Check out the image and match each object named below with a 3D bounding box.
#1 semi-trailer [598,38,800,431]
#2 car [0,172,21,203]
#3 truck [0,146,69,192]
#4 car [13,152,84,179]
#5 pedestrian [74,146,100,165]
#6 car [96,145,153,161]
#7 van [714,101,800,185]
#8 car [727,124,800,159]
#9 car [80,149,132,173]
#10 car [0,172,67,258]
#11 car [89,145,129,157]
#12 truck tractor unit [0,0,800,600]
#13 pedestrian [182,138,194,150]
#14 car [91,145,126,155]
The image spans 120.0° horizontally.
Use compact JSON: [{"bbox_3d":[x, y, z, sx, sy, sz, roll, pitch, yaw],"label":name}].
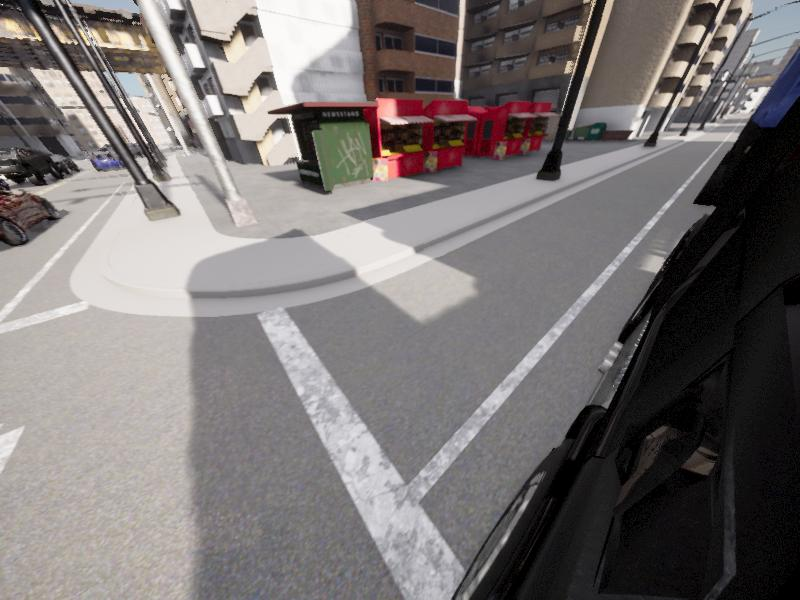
[{"bbox_3d":[8.670,-3.612,4.272,14.254,4.402,2.717,-28,44,-30],"label":"semi-trailer"},{"bbox_3d":[-20.453,-5.000,10.587,1.895,1.301,4.718,-28,44,-29],"label":"car"},{"bbox_3d":[-25.618,-8.875,15.424,2.390,2.098,6.274,-28,44,-29],"label":"truck"},{"bbox_3d":[-30.221,-11.779,20.114,2.163,1.488,4.792,-28,44,-29],"label":"car"},{"bbox_3d":[-36.171,-16.734,26.750,0.751,1.860,0.751,12,39,19],"label":"pedestrian"},{"bbox_3d":[-40.035,-21.566,33.760,2.128,1.511,4.902,4,38,10],"label":"car"},{"bbox_3d":[16.488,-6.931,9.969,6.366,2.431,2.351,-28,44,-30],"label":"van"},{"bbox_3d":[23.531,-10.339,14.968,4.902,1.511,2.128,-28,44,-30],"label":"car"},{"bbox_3d":[-27.780,-13.380,22.060,2.163,1.488,4.792,-28,44,-29],"label":"car"},{"bbox_3d":[-11.762,-2.335,6.309,1.812,1.442,4.674,-27,43,-29],"label":"car"},{"bbox_3d":[-53.171,-27.409,42.376,2.038,1.542,4.974,-11,38,-11],"label":"car"},{"bbox_3d":[2.645,-0.295,0.351,6.516,4.208,3.053,-28,44,-30],"label":"truck tractor unit"},{"bbox_3d":[-41.751,-30.768,45.495,0.751,1.860,0.751,17,41,24],"label":"pedestrian"},{"bbox_3d":[-53.191,-27.564,42.321,1.853,1.218,4.536,-11,38,-11],"label":"car"}]
